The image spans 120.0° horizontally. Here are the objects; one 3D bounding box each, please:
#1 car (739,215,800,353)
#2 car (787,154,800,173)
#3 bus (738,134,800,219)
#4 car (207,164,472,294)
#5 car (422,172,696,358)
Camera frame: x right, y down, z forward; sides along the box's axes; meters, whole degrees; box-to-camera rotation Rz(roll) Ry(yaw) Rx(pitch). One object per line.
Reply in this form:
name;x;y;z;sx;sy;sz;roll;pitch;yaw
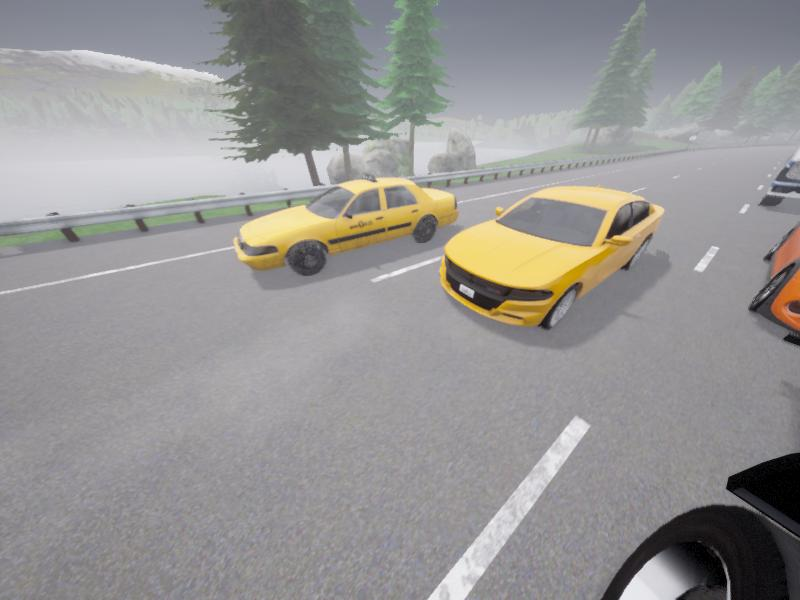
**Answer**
car;7.196;-0.569;3.088;4.553;1.767;2.097;-22;41;-28
car;30.651;-10.212;16.644;4.611;1.667;2.242;-22;41;-28
bus;17.581;-5.779;8.246;10.273;4.253;3.944;-22;41;-28
car;-0.942;-2.073;5.476;5.366;1.575;1.801;-22;41;-28
car;2.970;-1.194;4.234;5.008;1.535;1.882;-22;41;-28
